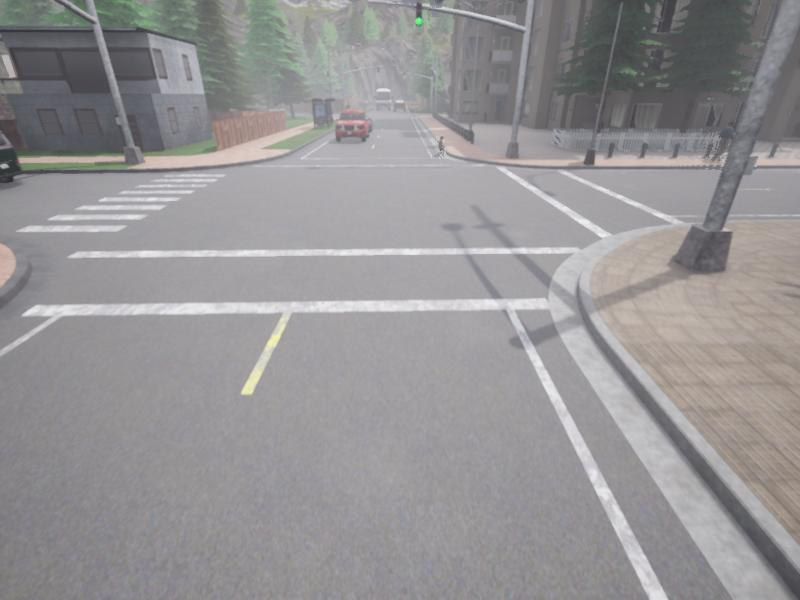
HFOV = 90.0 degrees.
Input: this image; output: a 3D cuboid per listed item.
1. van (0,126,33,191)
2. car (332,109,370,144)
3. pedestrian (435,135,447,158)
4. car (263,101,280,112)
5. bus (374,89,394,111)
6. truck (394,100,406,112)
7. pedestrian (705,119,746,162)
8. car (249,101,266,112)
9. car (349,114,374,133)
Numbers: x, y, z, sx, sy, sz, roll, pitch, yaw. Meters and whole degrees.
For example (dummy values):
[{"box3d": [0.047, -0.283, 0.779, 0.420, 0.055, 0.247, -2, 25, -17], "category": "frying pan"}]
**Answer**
[{"box3d": [-16.307, -4.939, 14.033, 4.442, 1.987, 1.775, -2, 27, -4], "category": "van"}, {"box3d": [-3.520, -13.164, 30.103, 2.150, 2.045, 5.566, 0, 27, 0], "category": "car"}, {"box3d": [2.172, -8.178, 21.368, 0.500, 1.100, 0.500, -2, 27, -5], "category": "pedestrian"}, {"box3d": [-25.077, -37.876, 78.157, 1.932, 1.855, 4.605, -1, 27, -1], "category": "car"}, {"box3d": [-3.444, -44.385, 88.648, 3.944, 4.253, 10.273, 0, 27, 0], "category": "bus"}, {"box3d": [-0.063, -40.971, 84.352, 2.390, 2.098, 6.274, 0, 27, 0], "category": "truck"}, {"box3d": [15.693, -7.711, 19.357, 0.751, 1.860, 0.751, -1, 27, -1], "category": "pedestrian"}, {"box3d": [-27.582, -37.673, 77.758, 1.905, 1.878, 3.866, -1, 27, -1], "category": "car"}, {"box3d": [-3.527, -16.507, 37.375, 1.994, 1.385, 4.181, 0, 27, 0], "category": "car"}]
